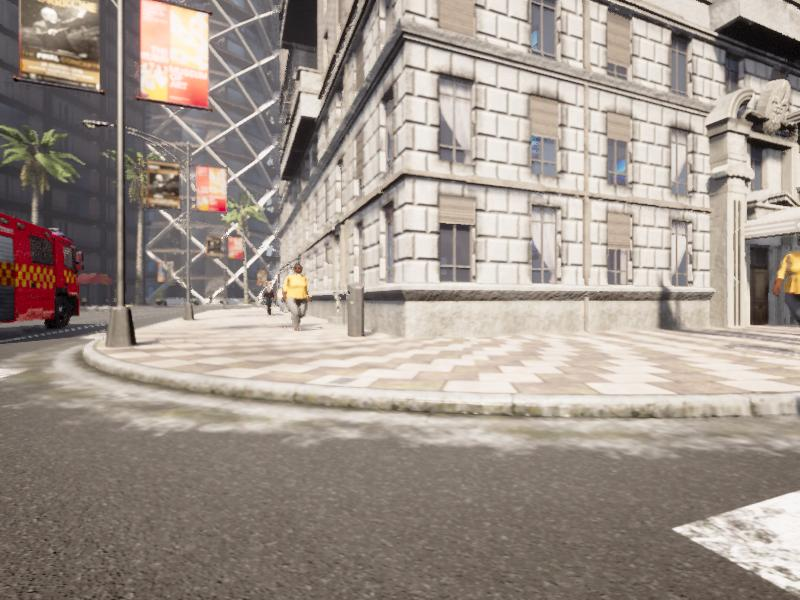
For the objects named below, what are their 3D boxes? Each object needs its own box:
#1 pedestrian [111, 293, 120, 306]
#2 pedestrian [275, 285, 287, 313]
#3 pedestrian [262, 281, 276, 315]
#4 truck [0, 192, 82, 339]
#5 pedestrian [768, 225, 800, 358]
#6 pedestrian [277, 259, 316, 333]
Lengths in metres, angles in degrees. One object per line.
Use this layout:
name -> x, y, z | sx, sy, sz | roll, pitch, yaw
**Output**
pedestrian -> -41.198, -0.014, 57.942 | 0.751, 1.860, 0.751 | 0, 0, 16
pedestrian -> -8.079, -0.088, 27.156 | 0.751, 1.860, 0.751 | 0, 0, -22
pedestrian -> -7.290, -0.092, 22.232 | 0.751, 1.860, 0.751 | 0, 0, -19
truck -> -12.396, -0.896, 11.437 | 2.891, 3.827, 8.468 | 0, 0, -22
pedestrian -> 5.960, -0.120, 5.802 | 0.751, 1.860, 0.751 | 0, 0, -34
pedestrian -> -2.728, -0.105, 10.516 | 0.751, 1.860, 0.751 | 0, 0, -36
